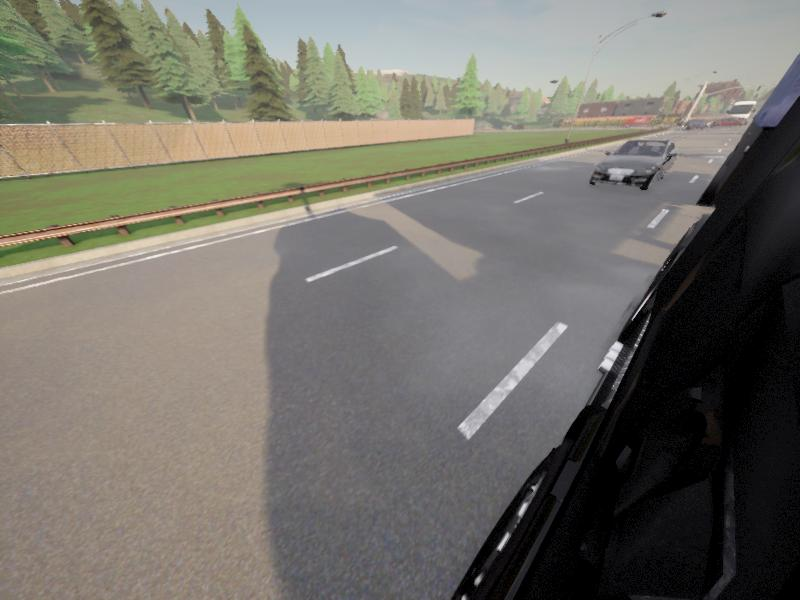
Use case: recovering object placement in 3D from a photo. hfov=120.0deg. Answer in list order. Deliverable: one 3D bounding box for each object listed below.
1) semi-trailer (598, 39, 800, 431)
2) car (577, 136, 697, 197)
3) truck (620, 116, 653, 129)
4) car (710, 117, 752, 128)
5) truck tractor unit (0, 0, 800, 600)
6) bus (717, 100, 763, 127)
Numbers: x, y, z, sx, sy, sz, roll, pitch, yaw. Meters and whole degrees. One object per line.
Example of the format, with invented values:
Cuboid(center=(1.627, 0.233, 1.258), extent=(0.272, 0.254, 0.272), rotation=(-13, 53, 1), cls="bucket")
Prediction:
Cuboid(center=(8.705, -3.578, 4.252), extent=(14.254, 4.402, 2.717), rotation=(-28, 43, -30), cls="semi-trailer")
Cuboid(center=(9.582, -5.566, 9.318), extent=(4.902, 1.511, 2.128), rotation=(-28, 44, -30), cls="car")
Cuboid(center=(63.651, -47.859, 62.280), extent=(2.627, 2.467, 5.204), rotation=(-27, 44, -30), cls="truck")
Cuboid(center=(68.313, -36.689, 47.803), extent=(2.163, 1.488, 4.792), rotation=(-27, 43, -30), cls="car")
Cuboid(center=(2.645, -0.295, 0.351), extent=(6.516, 4.208, 3.053), rotation=(-28, 44, -30), cls="truck tractor unit")
Cuboid(center=(75.618, -41.445, 51.454), extent=(10.273, 4.253, 3.944), rotation=(-28, 44, -30), cls="bus")
